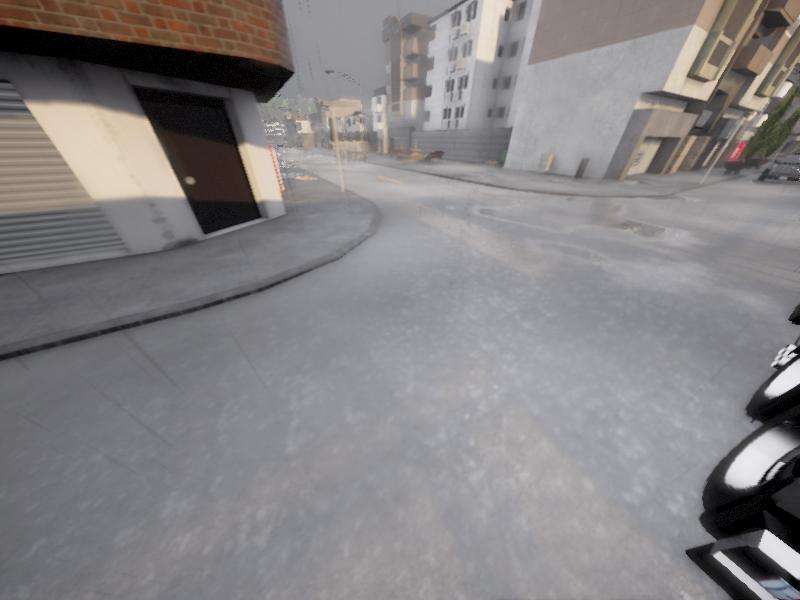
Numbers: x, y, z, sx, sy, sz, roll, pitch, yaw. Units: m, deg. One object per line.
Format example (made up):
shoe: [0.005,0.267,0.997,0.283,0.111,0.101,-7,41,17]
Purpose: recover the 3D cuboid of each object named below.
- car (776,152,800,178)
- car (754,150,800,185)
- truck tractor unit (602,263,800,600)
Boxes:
car: [33.413,-11.064,18.840,5.366,1.575,1.801,-18,39,-24]
car: [27.252,-9.145,15.838,4.553,1.767,2.097,-18,39,-24]
truck tractor unit: [5.111,-0.300,0.784,6.516,4.208,3.053,-18,39,-24]
